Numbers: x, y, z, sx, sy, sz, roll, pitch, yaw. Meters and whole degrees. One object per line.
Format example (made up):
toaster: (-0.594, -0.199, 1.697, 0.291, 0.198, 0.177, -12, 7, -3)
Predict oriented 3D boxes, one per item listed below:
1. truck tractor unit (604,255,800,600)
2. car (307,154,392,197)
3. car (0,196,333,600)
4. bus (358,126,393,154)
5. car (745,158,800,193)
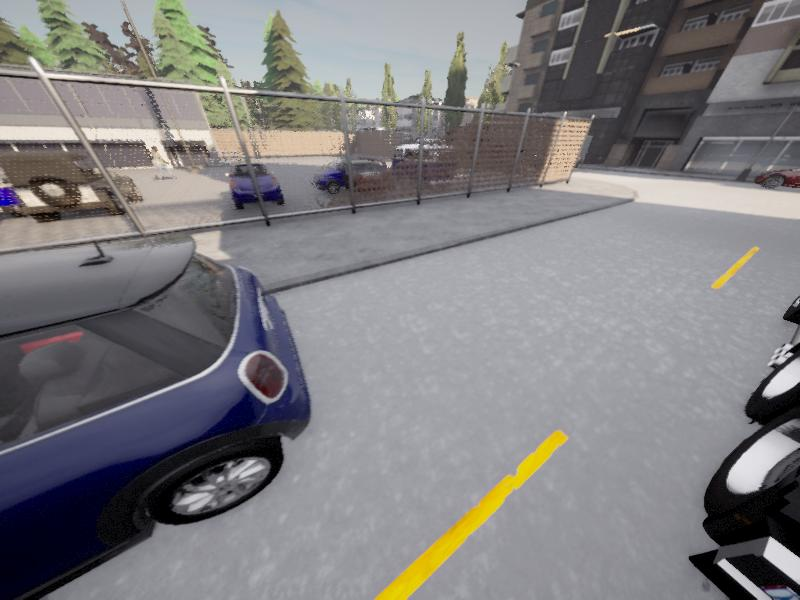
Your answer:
truck tractor unit: (5.094, -0.317, 0.803, 6.516, 4.208, 3.053, -19, 39, -25)
car: (-2.470, -6.433, 11.757, 3.705, 1.547, 1.789, -19, 39, -25)
car: (-3.071, 0.778, 1.291, 4.553, 1.767, 2.097, -19, 39, -25)
bus: (-4.736, -32.900, 47.515, 3.944, 4.253, 10.273, 6, 36, 10)
car: (23.000, -6.523, 12.279, 2.163, 1.488, 4.792, -19, 39, -25)
